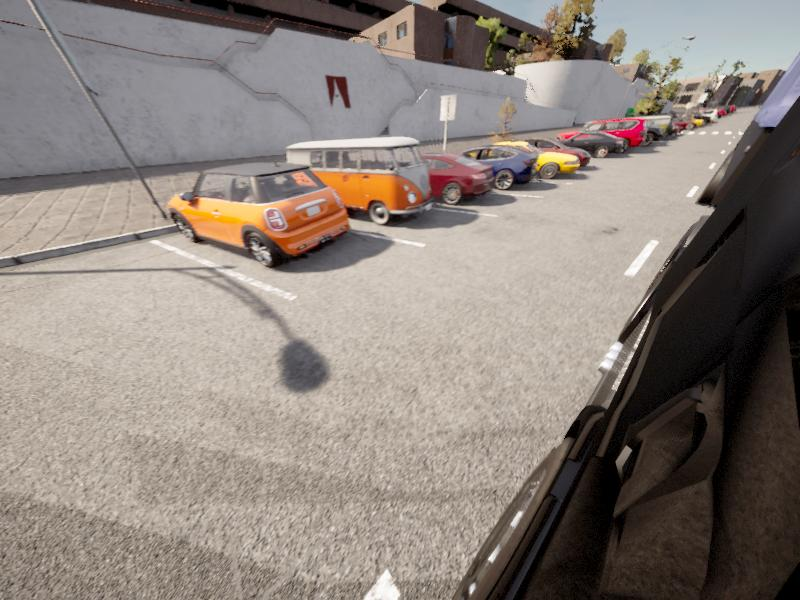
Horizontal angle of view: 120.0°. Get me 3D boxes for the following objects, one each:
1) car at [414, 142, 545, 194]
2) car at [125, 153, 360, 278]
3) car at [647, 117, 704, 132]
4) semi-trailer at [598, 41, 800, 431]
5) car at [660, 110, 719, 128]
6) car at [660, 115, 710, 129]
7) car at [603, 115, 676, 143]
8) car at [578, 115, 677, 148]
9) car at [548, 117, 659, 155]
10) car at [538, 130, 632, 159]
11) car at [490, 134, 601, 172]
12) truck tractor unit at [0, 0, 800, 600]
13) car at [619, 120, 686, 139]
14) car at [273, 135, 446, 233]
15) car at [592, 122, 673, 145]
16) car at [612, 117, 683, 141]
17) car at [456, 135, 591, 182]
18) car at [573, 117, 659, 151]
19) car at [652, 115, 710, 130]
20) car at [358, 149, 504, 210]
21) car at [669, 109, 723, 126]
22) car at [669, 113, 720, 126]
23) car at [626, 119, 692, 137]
[{"bbox_3d":[3.266,-5.819,10.024,4.792,1.488,2.163,17,41,25],"label":"car"},{"bbox_3d":[-3.539,-2.295,5.432,4.553,1.767,2.185,17,41,25],"label":"car"},{"bbox_3d":[39.902,-25.581,33.644,4.792,1.488,2.163,17,41,25],"label":"car"},{"bbox_3d":[8.700,-3.591,4.247,14.254,4.402,2.717,-28,44,-30],"label":"semi-trailer"},{"bbox_3d":[49.077,-30.798,39.395,5.566,2.045,2.435,17,41,25],"label":"car"},{"bbox_3d":[46.763,-29.322,38.103,4.674,1.452,2.002,17,41,25],"label":"car"},{"bbox_3d":[23.720,-17.127,23.200,4.442,1.987,1.878,17,41,25],"label":"car"},{"bbox_3d":[19.286,-14.641,20.185,5.566,2.045,2.435,17,41,25],"label":"car"},{"bbox_3d":[14.668,-12.179,17.258,5.566,2.045,2.435,17,41,25],"label":"car"},{"bbox_3d":[12.429,-10.706,15.943,4.674,1.452,2.002,17,41,25],"label":"car"},{"bbox_3d":[7.888,-8.251,12.971,4.792,1.488,2.163,17,41,25],"label":"car"},{"bbox_3d":[2.645,-0.295,0.352,6.516,4.208,3.053,-28,44,-30],"label":"truck tractor unit"},{"bbox_3d":[28.400,-19.355,26.251,4.674,1.452,2.002,17,41,25],"label":"car"},{"bbox_3d":[-1.176,-3.566,6.839,4.442,1.987,1.878,17,40,25],"label":"car"},{"bbox_3d":[21.557,-15.677,21.812,4.892,1.521,2.231,17,41,25],"label":"car"},{"bbox_3d":[26.135,-18.245,24.669,4.553,1.767,2.185,17,41,25],"label":"car"},{"bbox_3d":[5.740,-7.015,11.405,5.366,1.575,1.946,17,41,25],"label":"car"},{"bbox_3d":[17.083,-13.361,18.690,4.442,1.987,1.878,17,41,25],"label":"car"},{"bbox_3d":[44.304,-28.149,36.670,5.366,1.575,1.946,17,42,25],"label":"car"},{"bbox_3d":[1.012,-4.588,8.526,4.674,1.452,2.002,17,41,25],"label":"car"},{"bbox_3d":[55.909,-34.590,43.822,5.566,2.045,2.435,17,42,25],"label":"car"},{"bbox_3d":[53.812,-33.075,42.416,5.366,1.575,1.946,17,41,25],"label":"car"},{"bbox_3d":[30.721,-20.605,27.720,4.792,1.488,2.163,17,41,25],"label":"car"}]
